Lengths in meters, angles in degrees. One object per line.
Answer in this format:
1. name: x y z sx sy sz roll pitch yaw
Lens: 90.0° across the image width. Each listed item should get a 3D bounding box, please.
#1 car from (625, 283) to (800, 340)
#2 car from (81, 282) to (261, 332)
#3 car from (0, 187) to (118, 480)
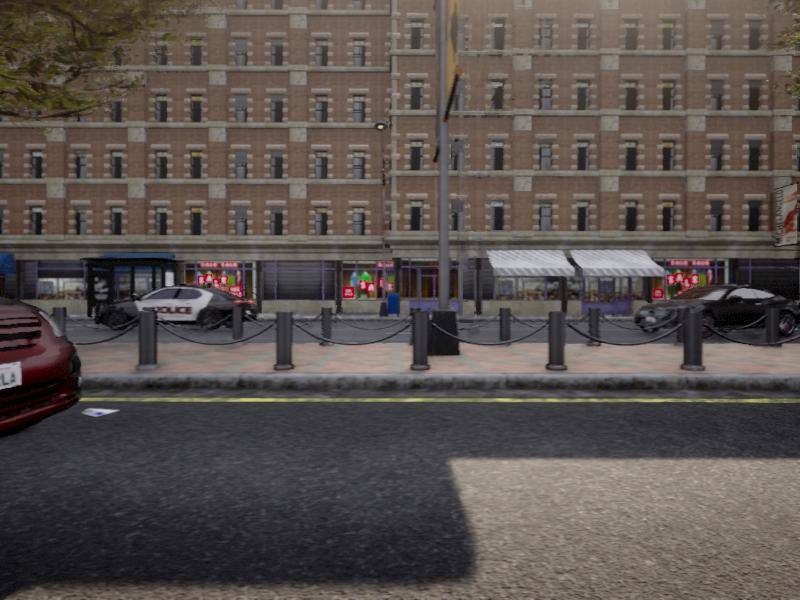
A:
1. car: 9.157 0.282 11.533 4.674 1.442 1.812 0 0 -14
2. car: -7.624 0.216 13.708 4.974 1.542 2.038 0 0 0
3. car: -4.199 0.181 2.203 3.988 1.617 1.851 0 0 0
